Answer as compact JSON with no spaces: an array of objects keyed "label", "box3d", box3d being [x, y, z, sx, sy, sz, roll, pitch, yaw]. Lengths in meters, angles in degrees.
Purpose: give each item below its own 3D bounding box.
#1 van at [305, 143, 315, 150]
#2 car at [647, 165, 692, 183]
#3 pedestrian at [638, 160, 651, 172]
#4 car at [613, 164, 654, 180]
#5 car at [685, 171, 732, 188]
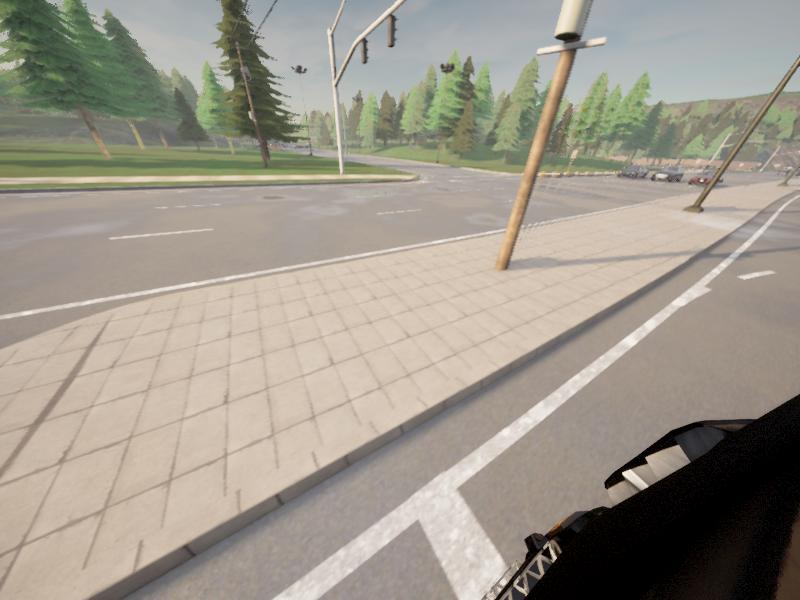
[{"label":"van","box3d":[-31.551,-53.905,81.164,2.069,2.038,4.480,-15,38,-25]},{"label":"car","box3d":[32.914,-15.399,28.219,4.856,1.649,2.033,-16,38,-27]},{"label":"pedestrian","box3d":[44.293,-24.225,41.848,0.751,1.860,0.751,-14,37,-24]},{"label":"car","box3d":[30.921,-17.011,30.584,4.974,1.542,2.038,-16,38,-26]},{"label":"car","box3d":[33.806,-13.294,25.339,4.181,1.385,1.994,-16,38,-26]}]
